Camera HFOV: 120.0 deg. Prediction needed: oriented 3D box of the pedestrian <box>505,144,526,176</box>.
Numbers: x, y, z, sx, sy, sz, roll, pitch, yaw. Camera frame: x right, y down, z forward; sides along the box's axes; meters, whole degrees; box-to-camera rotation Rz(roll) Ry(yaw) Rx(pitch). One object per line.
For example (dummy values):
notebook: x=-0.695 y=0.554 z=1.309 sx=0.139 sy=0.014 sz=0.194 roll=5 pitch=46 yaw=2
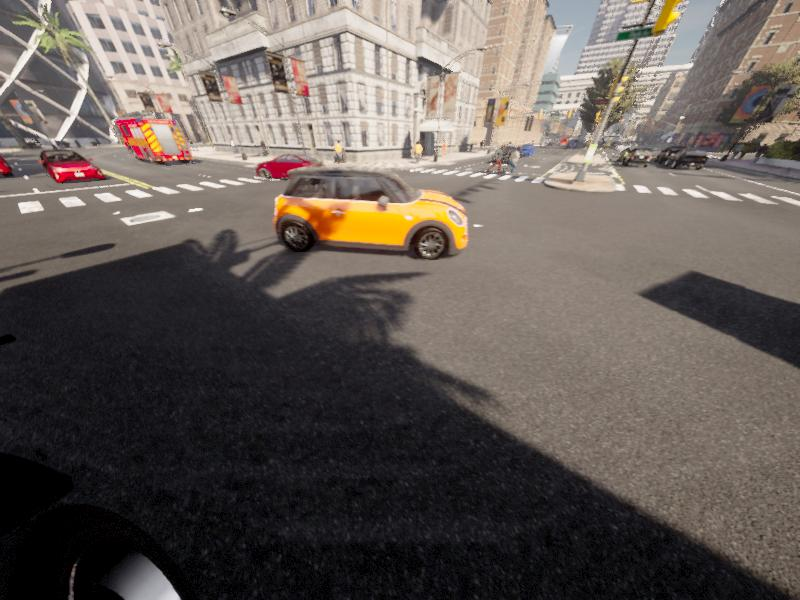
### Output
pedestrian: x=8.177 y=-9.926 z=16.394 sx=0.751 sy=1.860 sz=0.751 roll=22 pitch=41 yaw=28

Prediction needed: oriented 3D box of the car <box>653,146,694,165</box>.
car: x=30.005 y=-16.011 z=25.504 sx=1.851 sy=1.617 sz=3.988 roll=22 pitch=40 yaw=27

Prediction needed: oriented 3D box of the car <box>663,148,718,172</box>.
car: x=26.399 y=-12.959 z=21.241 sx=1.837 sy=1.490 sz=4.892 roll=22 pitch=41 yaw=27

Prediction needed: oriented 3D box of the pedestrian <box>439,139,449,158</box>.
pedestrian: x=5.371 y=-18.334 z=28.010 sx=0.751 sy=1.860 sz=0.751 roll=20 pitch=40 yaw=25

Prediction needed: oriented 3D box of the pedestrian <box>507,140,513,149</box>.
pedestrian: x=27.180 y=-38.521 z=57.096 sx=0.751 sy=1.860 sz=0.751 roll=19 pitch=39 yaw=24

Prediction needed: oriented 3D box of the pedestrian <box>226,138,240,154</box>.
pedestrian: x=-23.096 y=-21.280 z=31.884 sx=0.751 sy=1.860 sz=0.751 roll=22 pitch=40 yaw=27

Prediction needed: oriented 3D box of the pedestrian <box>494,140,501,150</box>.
pedestrian: x=22.266 y=-35.543 z=52.825 sx=0.751 sy=1.860 sz=0.751 roll=22 pitch=41 yaw=28

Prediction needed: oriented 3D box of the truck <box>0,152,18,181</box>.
truck: x=-27.546 y=-9.679 z=14.006 sx=8.468 sy=3.827 sz=2.891 roll=23 pitch=41 yaw=28

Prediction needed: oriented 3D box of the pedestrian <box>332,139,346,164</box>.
pedestrian: x=-5.558 y=-13.521 z=21.078 sx=0.751 sy=1.860 sz=0.751 roll=27 pitch=43 yaw=33

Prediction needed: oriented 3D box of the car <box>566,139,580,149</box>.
car: x=43.964 y=-39.556 z=58.626 sx=2.150 sy=2.045 sz=5.566 roll=22 pitch=40 yaw=27

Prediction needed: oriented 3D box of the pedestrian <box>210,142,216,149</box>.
pedestrian: x=-34.428 y=-28.402 z=42.511 sx=0.500 sy=1.100 sz=0.500 roll=-16 pitch=38 yaw=-21

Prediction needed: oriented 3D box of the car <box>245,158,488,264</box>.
car: x=-0.606 y=-2.292 z=5.587 sx=4.553 sy=1.767 sz=2.097 roll=5 pitch=35 yaw=6

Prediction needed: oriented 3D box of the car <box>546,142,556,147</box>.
car: x=48.060 y=-49.553 z=73.463 sx=1.895 sy=1.301 sz=4.718 roll=22 pitch=40 yaw=27

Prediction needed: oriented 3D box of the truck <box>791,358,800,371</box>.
truck: x=7.150 y=1.327 z=0.281 sx=2.390 sy=2.098 sz=6.274 roll=-14 pitch=38 yaw=-20

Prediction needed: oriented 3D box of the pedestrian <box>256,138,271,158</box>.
pedestrian: x=-15.881 y=-17.756 z=26.969 sx=0.751 sy=1.860 sz=0.751 roll=18 pitch=39 yaw=23

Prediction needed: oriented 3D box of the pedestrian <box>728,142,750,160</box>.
pedestrian: x=42.582 y=-18.809 z=29.074 sx=0.751 sy=1.860 sz=0.751 roll=-27 pitch=43 yaw=-33

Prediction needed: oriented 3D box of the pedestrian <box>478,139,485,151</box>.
pedestrian: x=15.202 y=-28.870 z=43.036 sx=0.751 sy=1.860 sz=0.751 roll=17 pitch=39 yaw=22

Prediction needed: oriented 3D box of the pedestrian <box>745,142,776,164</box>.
pedestrian: x=37.562 y=-15.325 z=24.085 sx=0.751 sy=1.860 sz=0.751 roll=22 pitch=41 yaw=28

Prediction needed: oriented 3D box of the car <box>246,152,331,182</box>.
car: x=-6.858 y=-8.433 z=14.589 sx=4.181 sy=1.385 sz=1.994 roll=5 pitch=36 yaw=7

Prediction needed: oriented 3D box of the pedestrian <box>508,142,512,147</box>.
pedestrian: x=29.419 y=-41.566 z=61.828 sx=0.500 sy=1.100 sz=0.500 roll=20 pitch=40 yaw=25

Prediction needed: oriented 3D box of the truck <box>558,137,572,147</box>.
truck: x=52.808 y=-50.680 z=74.099 sx=2.627 sy=2.467 sz=5.204 roll=22 pitch=40 yaw=27

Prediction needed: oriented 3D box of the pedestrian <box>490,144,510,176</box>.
pedestrian: x=7.121 y=-10.004 z=16.493 sx=0.751 sy=1.860 sz=0.751 roll=24 pitch=41 yaw=29

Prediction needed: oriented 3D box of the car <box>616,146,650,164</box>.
car: x=26.734 y=-16.824 z=26.691 sx=2.007 sy=1.525 sz=4.514 roll=22 pitch=40 yaw=27

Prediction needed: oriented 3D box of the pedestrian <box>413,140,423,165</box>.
pedestrian: x=1.647 y=-13.451 z=21.054 sx=0.751 sy=1.860 sz=0.751 roll=6 pitch=36 yaw=8

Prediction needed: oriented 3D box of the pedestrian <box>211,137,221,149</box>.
pedestrian: x=-35.623 y=-30.387 z=44.652 sx=0.751 sy=1.860 sz=0.751 roll=-14 pitch=38 yaw=-19

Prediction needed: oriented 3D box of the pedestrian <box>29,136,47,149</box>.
pedestrian: x=-64.348 y=-28.080 z=41.082 sx=0.751 sy=1.860 sz=0.751 roll=12 pitch=37 yaw=16

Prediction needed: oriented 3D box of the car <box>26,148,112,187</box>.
car: x=-19.329 y=-7.840 z=13.481 sx=4.514 sy=1.525 sz=2.007 roll=22 pitch=41 yaw=28

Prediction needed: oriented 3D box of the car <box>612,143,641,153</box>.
car: x=44.743 y=-30.094 z=45.673 sx=3.633 sy=1.501 sz=1.845 roll=22 pitch=40 yaw=27

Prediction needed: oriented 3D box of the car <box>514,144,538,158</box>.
car: x=17.863 y=-21.130 z=32.686 sx=1.882 sy=1.535 sz=5.008 roll=22 pitch=41 yaw=27

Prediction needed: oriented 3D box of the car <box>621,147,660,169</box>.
car: x=23.239 y=-13.911 z=22.504 sx=1.789 sy=1.549 sz=3.705 roll=22 pitch=41 yaw=27

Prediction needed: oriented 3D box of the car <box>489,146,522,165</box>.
car: x=11.529 y=-15.827 z=25.146 sx=1.837 sy=1.490 sz=4.892 roll=22 pitch=41 yaw=27

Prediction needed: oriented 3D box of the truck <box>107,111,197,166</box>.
truck: x=-24.046 y=-15.604 z=22.436 sx=8.468 sy=3.827 sz=2.891 roll=23 pitch=41 yaw=28

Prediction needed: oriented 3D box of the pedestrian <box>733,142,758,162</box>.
pedestrian: x=39.447 y=-16.938 z=26.390 sx=0.751 sy=1.860 sz=0.751 roll=-25 pitch=42 yaw=-31
